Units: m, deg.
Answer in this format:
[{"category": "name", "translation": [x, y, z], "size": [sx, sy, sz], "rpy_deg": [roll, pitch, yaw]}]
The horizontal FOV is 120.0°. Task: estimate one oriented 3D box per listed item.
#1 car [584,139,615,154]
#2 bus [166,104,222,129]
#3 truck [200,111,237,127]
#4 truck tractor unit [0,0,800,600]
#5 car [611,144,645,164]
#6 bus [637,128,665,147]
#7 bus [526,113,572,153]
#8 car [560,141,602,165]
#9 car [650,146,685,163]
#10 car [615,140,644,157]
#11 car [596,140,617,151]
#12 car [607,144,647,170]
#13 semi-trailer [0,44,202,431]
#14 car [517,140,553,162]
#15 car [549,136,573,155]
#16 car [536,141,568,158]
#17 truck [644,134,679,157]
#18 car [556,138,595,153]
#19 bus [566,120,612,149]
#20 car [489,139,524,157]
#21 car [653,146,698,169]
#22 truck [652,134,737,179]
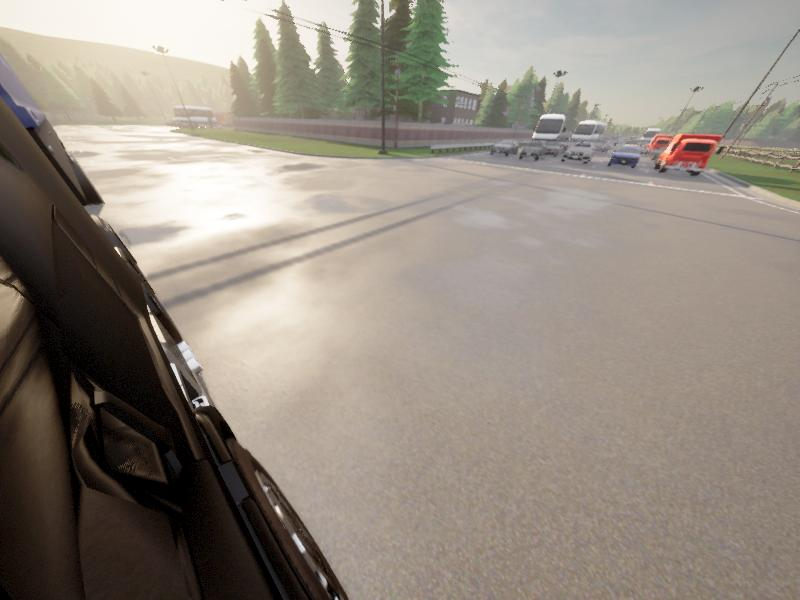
[{"category": "car", "translation": [29.913, -23.040, 34.616], "size": [4.611, 1.667, 2.242], "rpy_deg": [-29, 47, -35]}, {"category": "bus", "translation": [-49.256, -44.195, 55.928], "size": [3.944, 4.253, 10.273], "rpy_deg": [2, 37, -1]}, {"category": "truck", "translation": [-57.837, -57.780, 73.834], "size": [2.891, 3.827, 8.468], "rpy_deg": [14, 39, 15]}, {"category": "truck tractor unit", "translation": [-2.645, -0.295, 0.352], "size": [6.516, 4.208, 3.053], "rpy_deg": [28, 44, 30]}, {"category": "car", "translation": [24.072, -15.514, 24.433], "size": [1.970, 1.475, 3.806], "rpy_deg": [28, 44, 29]}, {"category": "bus", "translation": [74.825, -48.633, 69.115], "size": [3.944, 4.253, 10.273], "rpy_deg": [28, 44, 30]}, {"category": "bus", "translation": [22.736, -25.191, 34.910], "size": [3.944, 4.253, 10.273], "rpy_deg": [22, 41, 24]}, {"category": "car", "translation": [17.418, -14.221, 22.202], "size": [2.152, 1.651, 5.027], "rpy_deg": [28, 44, 30]}, {"category": "car", "translation": [31.014, -17.021, 26.932], "size": [1.994, 1.385, 4.181], "rpy_deg": [28, 44, 29]}, {"category": "car", "translation": [32.324, -21.357, 32.510], "size": [2.242, 1.667, 4.611], "rpy_deg": [28, 44, 30]}, {"category": "car", "translation": [38.880, -29.161, 43.434], "size": [2.163, 1.488, 4.792], "rpy_deg": [28, 44, 30]}, {"category": "car", "translation": [20.102, -12.762, 20.493], "size": [1.882, 1.535, 5.008], "rpy_deg": [28, 44, 30]}, {"category": "semi-trailer", "translation": [-8.697, -3.603, 4.234], "size": [14.254, 4.402, 2.717], "rpy_deg": [28, 44, 30]}, {"category": "car", "translation": [13.096, -14.475, 22.344], "size": [1.789, 1.549, 3.705], "rpy_deg": [28, 44, 29]}, {"category": "car", "translation": [21.021, -20.356, 30.340], "size": [1.905, 1.878, 3.866], "rpy_deg": [19, 41, 21]}, {"category": "car", "translation": [17.687, -17.522, 26.817], "size": [1.994, 1.385, 4.181], "rpy_deg": [29, 44, 30]}, {"category": "truck", "translation": [41.048, -24.488, 36.467], "size": [2.627, 2.467, 5.204], "rpy_deg": [28, 46, 29]}, {"category": "car", "translation": [25.543, -22.514, 33.659], "size": [4.611, 1.667, 2.242], "rpy_deg": [-17, 41, -24]}, {"category": "bus", "translation": [38.005, -33.136, 46.361], "size": [10.273, 4.253, 3.944], "rpy_deg": [-29, 47, -35]}, {"category": "car", "translation": [11.747, -16.789, 25.431], "size": [1.812, 1.442, 4.674], "rpy_deg": [28, 44, 30]}, {"category": "car", "translation": [26.591, -13.990, 22.515], "size": [2.007, 1.525, 4.514], "rpy_deg": [28, 44, 30]}, {"category": "truck", "translation": [22.027, -11.170, 17.709], "size": [2.627, 2.467, 5.204], "rpy_deg": [28, 44, 30]}]
